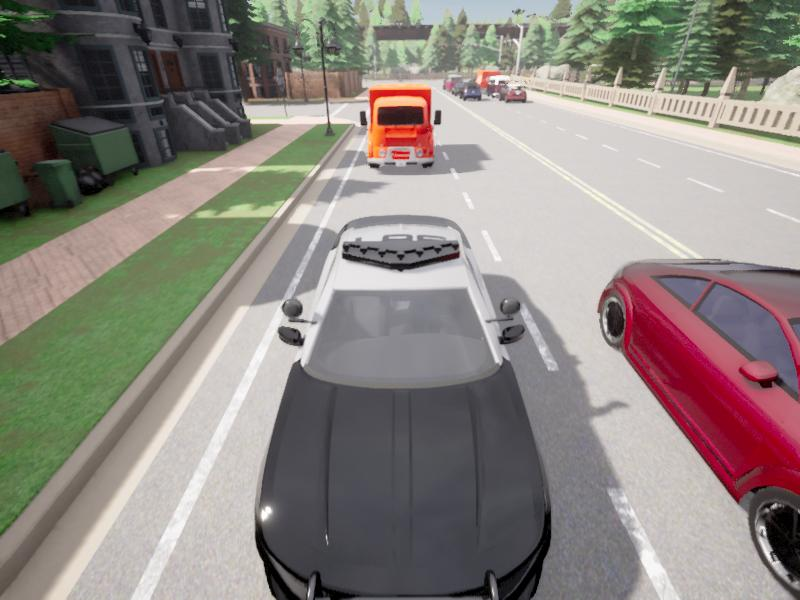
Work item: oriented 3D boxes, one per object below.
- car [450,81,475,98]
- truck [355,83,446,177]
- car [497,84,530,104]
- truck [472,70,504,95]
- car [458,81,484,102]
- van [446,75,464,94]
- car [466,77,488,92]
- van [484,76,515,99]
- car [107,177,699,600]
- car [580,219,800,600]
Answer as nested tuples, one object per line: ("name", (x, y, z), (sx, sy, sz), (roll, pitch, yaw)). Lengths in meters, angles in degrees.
("car", (7.059, -24.221, 45.960), (2.033, 1.411, 5.357), (-1, 30, 0))
("truck", (0.021, -6.298, 14.367), (2.627, 2.467, 5.204), (-1, 30, 0))
("car", (10.549, -19.360, 37.482), (1.970, 1.475, 3.806), (-1, 30, 0))
("truck", (10.557, -26.441, 48.619), (2.627, 2.467, 5.204), (-1, 30, 0))
("car", (7.052, -20.903, 40.070), (1.851, 1.617, 3.988), (-1, 30, 0))
("van", (7.059, -28.060, 51.944), (1.775, 1.987, 4.442), (0, 30, 0))
("car", (10.564, -29.861, 55.308), (2.033, 1.649, 4.856), (-1, 30, 0))
("van", (10.551, -22.755, 42.736), (2.069, 2.038, 4.480), (-1, 30, 0))
("car", (0.016, 0.250, 3.979), (1.930, 1.638, 5.238), (-1, 30, 0))
("car", (3.519, 0.656, 3.481), (1.994, 1.385, 4.181), (0, 30, 0))
